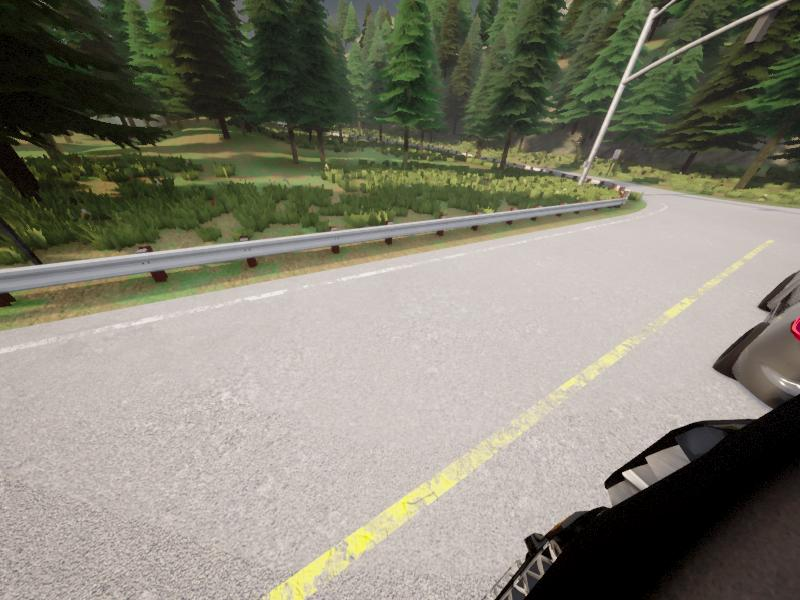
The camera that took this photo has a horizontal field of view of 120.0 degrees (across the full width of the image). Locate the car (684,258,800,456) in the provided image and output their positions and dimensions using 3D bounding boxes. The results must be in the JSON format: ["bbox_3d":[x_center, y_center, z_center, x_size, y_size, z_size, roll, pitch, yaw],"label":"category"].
[{"bbox_3d":[5.830,0.331,2.377,4.611,1.667,2.242,-16,38,-26],"label":"car"}]
